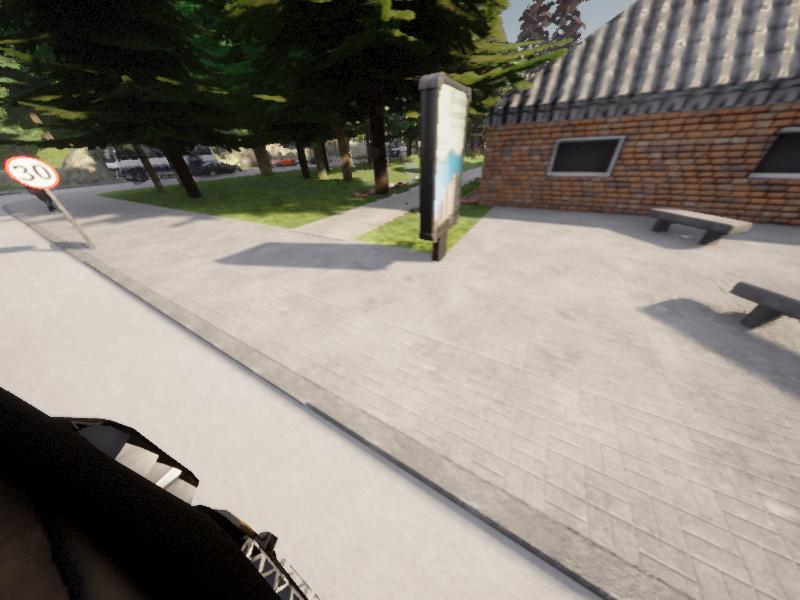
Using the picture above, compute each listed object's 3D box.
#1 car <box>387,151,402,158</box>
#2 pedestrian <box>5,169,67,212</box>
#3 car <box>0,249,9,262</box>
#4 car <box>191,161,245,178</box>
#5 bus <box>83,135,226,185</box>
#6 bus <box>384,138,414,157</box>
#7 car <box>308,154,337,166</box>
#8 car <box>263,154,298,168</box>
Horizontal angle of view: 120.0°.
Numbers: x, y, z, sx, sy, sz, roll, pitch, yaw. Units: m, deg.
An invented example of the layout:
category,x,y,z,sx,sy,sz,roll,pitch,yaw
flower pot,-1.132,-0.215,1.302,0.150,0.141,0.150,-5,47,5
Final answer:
category,x,y,z,sx,sy,sz,roll,pitch,yaw
car,-1.338,-37.901,60.108,1.994,1.385,4.181,16,38,26
pedestrian,-18.440,-5.569,11.770,0.751,1.860,0.751,-27,41,-32
car,-13.759,-1.853,6.488,5.357,1.411,2.033,16,38,26
car,-22.766,-16.552,29.156,1.837,1.490,4.892,16,38,25
bus,-27.995,-16.854,27.502,3.944,4.253,10.273,16,38,26
bus,-0.128,-44.658,67.608,3.944,4.253,10.273,16,38,26
car,-14.000,-25.410,41.820,1.837,1.490,4.892,16,38,26
car,-20.287,-23.682,39.413,2.097,1.767,4.553,16,38,26
